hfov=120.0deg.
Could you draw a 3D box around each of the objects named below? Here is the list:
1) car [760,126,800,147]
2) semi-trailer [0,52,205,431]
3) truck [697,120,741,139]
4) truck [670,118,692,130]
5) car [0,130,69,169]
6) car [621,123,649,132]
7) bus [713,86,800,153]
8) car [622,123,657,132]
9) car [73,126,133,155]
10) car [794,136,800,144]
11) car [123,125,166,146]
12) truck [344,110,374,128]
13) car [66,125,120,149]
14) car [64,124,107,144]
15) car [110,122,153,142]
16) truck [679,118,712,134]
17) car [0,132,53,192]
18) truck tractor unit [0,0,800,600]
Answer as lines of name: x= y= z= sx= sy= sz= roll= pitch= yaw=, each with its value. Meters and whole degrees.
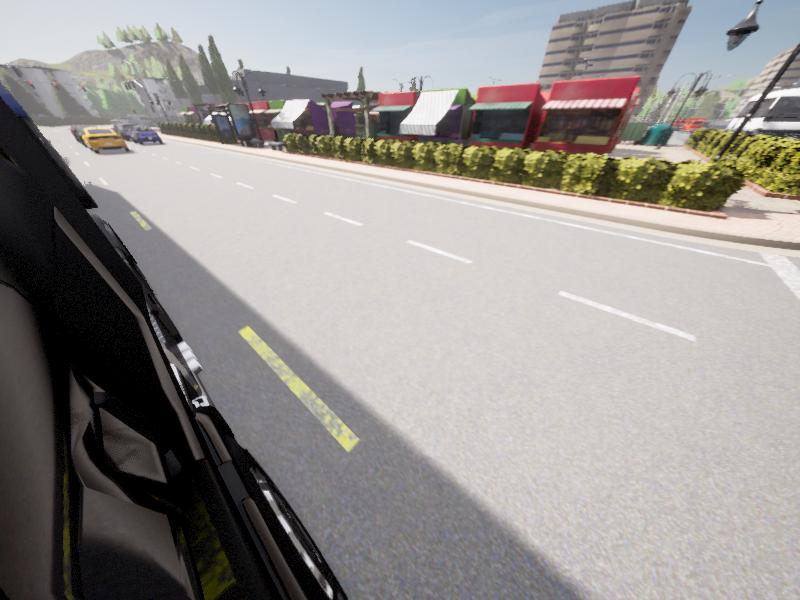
car: x=41.787 y=-17.572 z=24.739 sx=2.152 sy=1.651 sz=5.027 roll=27 pitch=45 yaw=30
semi-trailer: x=-8.844 y=-3.439 z=4.173 sx=14.254 sy=4.402 sz=2.717 roll=26 pitch=45 yaw=29
truck: x=48.007 y=-25.902 z=35.007 sx=2.390 sy=2.098 sz=6.274 roll=27 pitch=45 yaw=30
truck: x=76.979 y=-48.322 z=63.466 sx=2.627 sy=2.467 sz=5.204 roll=27 pitch=45 yaw=29
car: x=-21.487 y=-8.792 z=13.290 sx=4.792 sy=1.488 sz=2.163 roll=27 pitch=45 yaw=30
car: x=56.277 y=-41.415 z=55.432 sx=4.514 sy=1.525 sz=2.007 roll=27 pitch=45 yaw=30
bus: x=35.377 y=-17.062 z=21.912 sx=3.944 sy=4.253 sz=10.273 roll=27 pitch=45 yaw=30
car: x=54.642 y=-39.489 z=52.896 sx=5.366 sy=1.575 sz=1.801 roll=27 pitch=45 yaw=30
car: x=-22.853 y=-12.348 z=17.762 sx=5.008 sy=1.535 sz=1.882 roll=27 pitch=45 yaw=29
car: x=46.912 y=-18.027 z=25.356 sx=2.152 sy=1.651 sz=5.027 roll=27 pitch=45 yaw=29
car: x=-25.462 y=-16.429 z=22.989 sx=4.193 sy=1.474 sz=1.816 roll=27 pitch=45 yaw=30
truck: x=-11.737 y=-52.255 z=66.806 sx=2.891 sy=3.827 sz=8.468 roll=28 pitch=46 yaw=31
car: x=-28.059 y=-14.970 z=21.107 sx=4.792 sy=1.488 sz=2.163 roll=27 pitch=45 yaw=30
car: x=-33.342 y=-17.691 z=24.486 sx=5.008 sy=1.535 sz=1.882 roll=27 pitch=45 yaw=30
car: x=-30.504 y=-19.073 z=26.194 sx=4.856 sy=1.649 sz=2.033 roll=27 pitch=45 yaw=30
truck: x=58.389 y=-34.568 z=45.817 sx=2.627 sy=2.467 sz=5.204 roll=27 pitch=45 yaw=30
car: x=-16.895 y=-5.668 z=9.281 sx=1.801 sy=1.575 sz=5.366 roll=-24 pitch=45 yaw=-29
truck tractor unit: x=-2.645 y=-0.295 z=0.351 sx=6.516 sy=4.208 sz=3.053 roll=28 pitch=43 yaw=30
